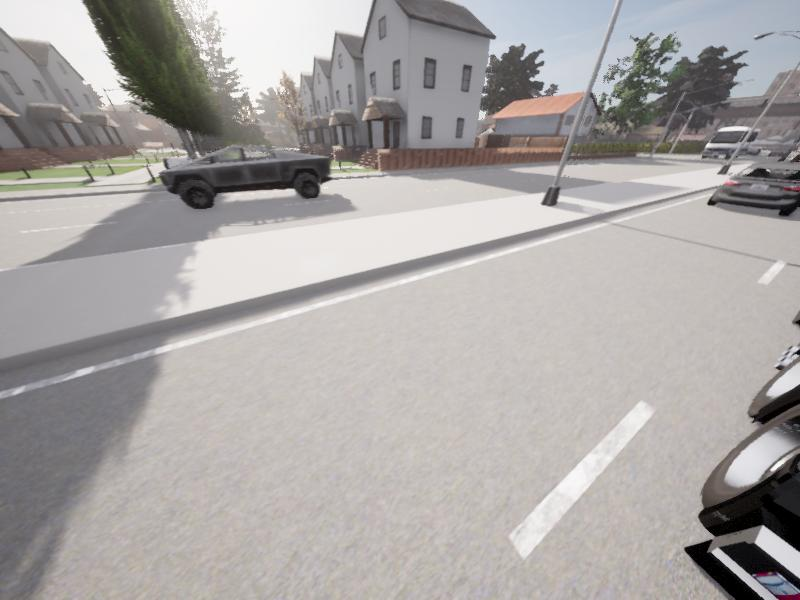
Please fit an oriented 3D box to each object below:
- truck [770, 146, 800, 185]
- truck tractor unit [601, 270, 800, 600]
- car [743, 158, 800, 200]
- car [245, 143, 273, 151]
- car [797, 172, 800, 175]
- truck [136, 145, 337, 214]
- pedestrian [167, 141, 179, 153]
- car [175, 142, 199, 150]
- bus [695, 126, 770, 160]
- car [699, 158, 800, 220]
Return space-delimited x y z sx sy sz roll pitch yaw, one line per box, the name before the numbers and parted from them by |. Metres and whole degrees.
truck | 28.944 -9.272 15.826 6.274 2.098 2.390 -18 39 -24
truck tractor unit | 5.124 -0.286 0.773 6.516 4.208 3.053 -18 39 -24
car | 21.329 -6.613 12.421 4.974 1.542 2.038 -18 39 -24
car | -33.287 -36.221 54.723 2.038 1.542 4.974 22 40 28
car | 36.595 -11.476 19.569 4.974 1.542 2.038 -18 39 -24
truck | -6.352 -5.548 10.162 6.274 2.098 2.390 -18 39 -24
pedestrian | -42.104 -28.414 42.836 0.751 1.860 0.751 18 38 24
car | -56.187 -40.745 61.029 2.033 1.649 4.856 -4 35 -6
bus | 54.631 -25.780 37.997 10.273 4.253 3.944 -18 39 -24
car | 15.407 -4.783 9.607 4.611 1.667 2.242 -18 39 -24
